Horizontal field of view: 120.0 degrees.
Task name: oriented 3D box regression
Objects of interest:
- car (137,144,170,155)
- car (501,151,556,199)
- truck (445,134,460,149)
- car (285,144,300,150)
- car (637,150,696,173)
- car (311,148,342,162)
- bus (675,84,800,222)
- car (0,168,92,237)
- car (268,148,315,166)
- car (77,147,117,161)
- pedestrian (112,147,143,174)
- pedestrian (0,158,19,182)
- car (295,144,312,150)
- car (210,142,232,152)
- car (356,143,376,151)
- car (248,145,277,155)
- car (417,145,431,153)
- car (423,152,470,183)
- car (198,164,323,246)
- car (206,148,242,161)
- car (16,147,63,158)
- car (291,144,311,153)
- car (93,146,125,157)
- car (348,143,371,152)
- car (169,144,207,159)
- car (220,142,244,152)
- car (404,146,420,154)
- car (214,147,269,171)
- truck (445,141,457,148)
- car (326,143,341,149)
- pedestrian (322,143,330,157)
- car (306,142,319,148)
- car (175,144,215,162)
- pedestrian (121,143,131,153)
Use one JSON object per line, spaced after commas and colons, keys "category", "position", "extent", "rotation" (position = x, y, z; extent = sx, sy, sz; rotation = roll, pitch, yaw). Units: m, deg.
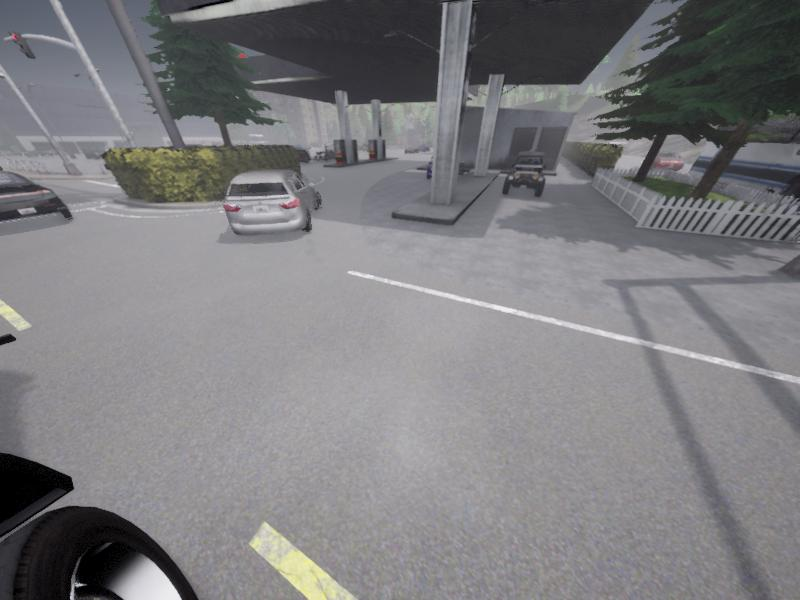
{"category": "car", "position": [-46.845, -28.631, 43.964], "extent": [5.027, 1.636, 2.152], "rotation": [15, 38, 21]}
{"category": "car", "position": [6.977, -6.997, 12.708], "extent": [1.905, 1.878, 3.866], "rotation": [15, 38, 21]}
{"category": "truck", "position": [16.822, -50.525, 73.615], "extent": [2.891, 3.827, 8.468], "rotation": [11, 36, 15]}
{"category": "car", "position": [-32.416, -46.236, 69.603], "extent": [3.633, 1.501, 1.845], "rotation": [15, 38, 21]}
{"category": "car", "position": [24.354, -12.905, 21.397], "extent": [2.007, 1.525, 4.514], "rotation": [15, 38, 21]}
{"category": "car", "position": [-10.451, -20.870, 33.155], "extent": [1.970, 1.475, 3.806], "rotation": [15, 38, 21]}
{"category": "bus", "position": [18.149, -6.580, 9.941], "extent": [3.944, 4.253, 10.273], "rotation": [15, 38, 21]}
{"category": "car", "position": [-13.335, -3.385, 7.671], "extent": [4.902, 1.511, 2.128], "rotation": [14, 37, 21]}
{"category": "car", "position": [-13.191, -17.672, 28.437], "extent": [2.033, 1.649, 4.856], "rotation": [15, 38, 21]}
{"category": "car", "position": [-44.498, -21.524, 33.965], "extent": [4.514, 1.523, 2.007], "rotation": [15, 38, 21]}
{"category": "pedestrian", "position": [-22.885, -11.711, 19.406], "extent": [0.751, 1.860, 0.751], "rotation": [15, 38, 21]}
{"category": "pedestrian", "position": [-26.972, -8.974, 15.423], "extent": [0.751, 1.860, 0.751], "rotation": [20, 40, 27]}
{"category": "car", "position": [-26.985, -42.897, 64.774], "extent": [3.806, 1.475, 1.970], "rotation": [15, 38, 21]}
{"category": "car", "position": [-41.368, -35.307, 53.405], "extent": [3.866, 1.878, 1.905], "rotation": [15, 38, 21]}
{"category": "car", "position": [-8.884, -39.989, 60.381], "extent": [4.514, 1.523, 2.007], "rotation": [15, 38, 21]}
{"category": "car", "position": [-26.503, -28.964, 44.553], "extent": [4.514, 1.523, 2.007], "rotation": [15, 38, 21]}
{"category": "car", "position": [5.654, -35.414, 53.990], "extent": [1.816, 1.474, 4.193], "rotation": [15, 38, 21]}
{"category": "car", "position": [3.718, -10.468, 18.022], "extent": [2.242, 1.667, 4.611], "rotation": [15, 38, 21]}
{"category": "car", "position": [-4.168, -3.591, 8.017], "extent": [2.242, 1.667, 4.611], "rotation": [-7, 34, -9]}
{"category": "car", "position": [-24.799, -20.620, 32.635], "extent": [3.806, 1.475, 1.970], "rotation": [15, 38, 21]}
{"category": "car", "position": [-67.051, -27.487, 43.057], "extent": [1.816, 1.474, 4.193], "rotation": [15, 38, 21]}
{"category": "car", "position": [-22.187, -34.100, 51.959], "extent": [3.633, 1.501, 1.845], "rotation": [15, 38, 21]}
{"category": "car", "position": [-49.300, -25.172, 39.136], "extent": [3.806, 1.475, 1.970], "rotation": [15, 38, 21]}
{"category": "car", "position": [-10.180, -38.363, 58.032], "extent": [5.027, 1.636, 2.152], "rotation": [15, 38, 21]}
{"category": "car", "position": [-32.480, -22.862, 35.456], "extent": [4.605, 1.855, 1.932], "rotation": [15, 38, 21]}
{"category": "car", "position": [-40.497, -36.891, 55.717], "extent": [4.605, 1.855, 1.932], "rotation": [15, 38, 21]}
{"category": "car", "position": [2.555, -31.678, 48.725], "extent": [1.994, 1.385, 4.181], "rotation": [15, 38, 21]}
{"category": "car", "position": [-15.989, -14.455, 23.592], "extent": [1.905, 1.878, 3.866], "rotation": [15, 38, 21]}
{"category": "truck", "position": [17.999, -55.003, 81.569], "extent": [2.390, 2.098, 6.274], "rotation": [15, 38, 21]}
{"category": "car", "position": [-23.532, -54.782, 82.083], "extent": [4.792, 1.488, 2.163], "rotation": [15, 37, 20]}
{"category": "pedestrian", "position": [-12.183, -24.739, 38.093], "extent": [0.751, 1.860, 0.751], "rotation": [14, 37, 20]}
{"category": "car", "position": [-32.498, -57.672, 85.963], "extent": [4.605, 1.855, 1.932], "rotation": [22, 42, 29]}
{"category": "car", "position": [-26.776, -19.282, 30.224], "extent": [3.866, 1.878, 1.905], "rotation": [15, 38, 21]}
{"category": "pedestrian", "position": [-65.313, -36.278, 55.059], "extent": [0.751, 1.860, 0.751], "rotation": [17, 38, 23]}
